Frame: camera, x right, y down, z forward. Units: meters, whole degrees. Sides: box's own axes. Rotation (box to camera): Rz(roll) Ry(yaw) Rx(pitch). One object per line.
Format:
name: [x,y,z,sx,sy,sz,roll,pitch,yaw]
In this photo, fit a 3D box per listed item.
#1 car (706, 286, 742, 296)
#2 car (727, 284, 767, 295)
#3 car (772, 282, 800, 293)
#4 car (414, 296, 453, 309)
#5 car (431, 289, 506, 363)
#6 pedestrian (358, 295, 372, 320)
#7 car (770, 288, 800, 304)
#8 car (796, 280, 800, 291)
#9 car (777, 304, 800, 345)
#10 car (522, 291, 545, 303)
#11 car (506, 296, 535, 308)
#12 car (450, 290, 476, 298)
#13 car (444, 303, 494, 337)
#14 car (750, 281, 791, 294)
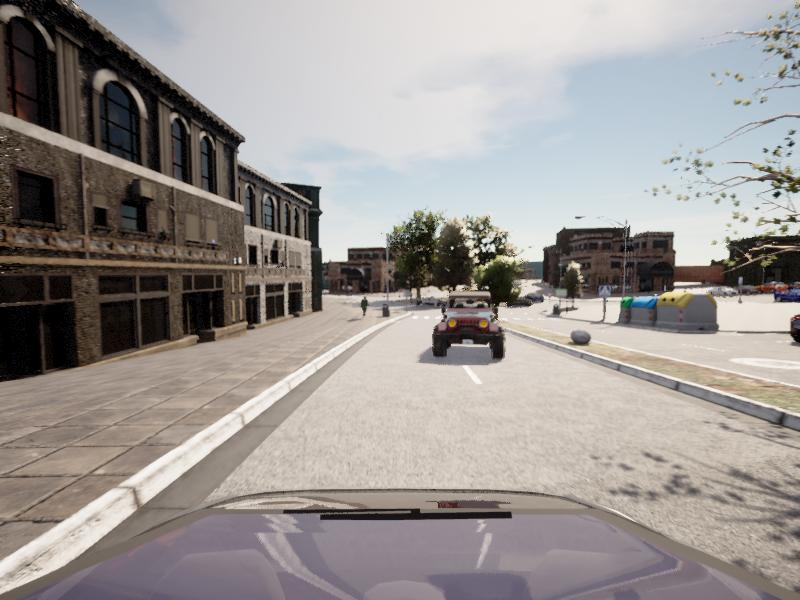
car: [52.093,-1.434,64.431,2.002,1.452,4.674,-4,1,0]
car: [54.854,-1.618,63.374,2.163,1.488,4.792,-4,1,0]
car: [60.369,-1.968,61.375,2.163,1.488,4.792,-4,1,1]
car: [4.843,0.339,58.103,5.238,1.638,1.930,2,4,25]
car: [2.137,0.670,12.217,1.905,1.878,3.866,0,0,12]
pedestrian: [-2.604,0.546,29.943,0.751,1.860,0.751,2,4,24]
car: [47.704,-0.507,47.986,2.097,1.535,5.008,-4,3,2]
car: [63.115,-2.295,60.280,2.185,1.767,4.553,-4,1,1]
car: [17.197,0.947,15.162,4.792,1.488,2.163,1,-1,-17]
car: [23.713,-0.590,71.352,2.097,1.767,4.553,0,4,-7]
car: [18.007,0.253,59.742,3.988,1.617,1.851,-2,4,-33]
car: [13.184,-1.264,83.654,5.008,1.535,1.882,1,4,14]
car: [3.333,0.909,20.020,1.816,1.474,4.193,0,0,0]
car: [57.597,-1.947,62.340,2.185,1.767,4.553,-4,1,0]
